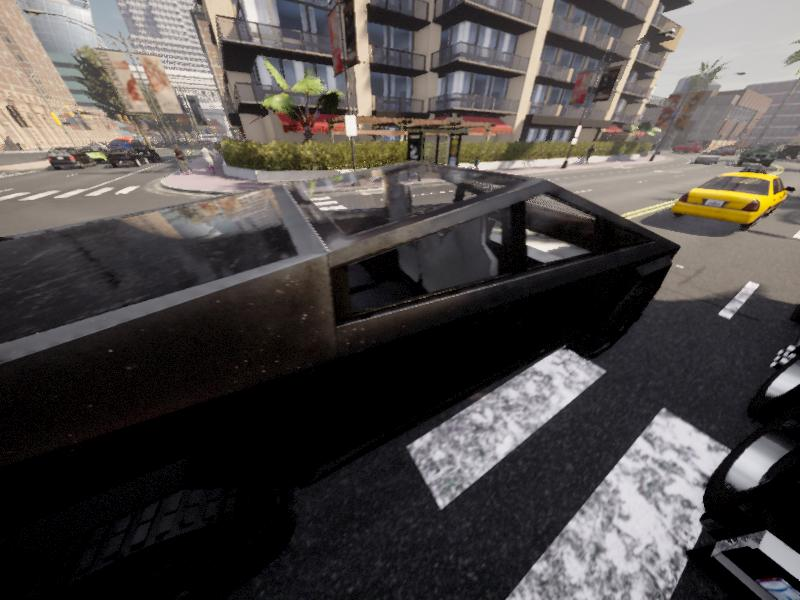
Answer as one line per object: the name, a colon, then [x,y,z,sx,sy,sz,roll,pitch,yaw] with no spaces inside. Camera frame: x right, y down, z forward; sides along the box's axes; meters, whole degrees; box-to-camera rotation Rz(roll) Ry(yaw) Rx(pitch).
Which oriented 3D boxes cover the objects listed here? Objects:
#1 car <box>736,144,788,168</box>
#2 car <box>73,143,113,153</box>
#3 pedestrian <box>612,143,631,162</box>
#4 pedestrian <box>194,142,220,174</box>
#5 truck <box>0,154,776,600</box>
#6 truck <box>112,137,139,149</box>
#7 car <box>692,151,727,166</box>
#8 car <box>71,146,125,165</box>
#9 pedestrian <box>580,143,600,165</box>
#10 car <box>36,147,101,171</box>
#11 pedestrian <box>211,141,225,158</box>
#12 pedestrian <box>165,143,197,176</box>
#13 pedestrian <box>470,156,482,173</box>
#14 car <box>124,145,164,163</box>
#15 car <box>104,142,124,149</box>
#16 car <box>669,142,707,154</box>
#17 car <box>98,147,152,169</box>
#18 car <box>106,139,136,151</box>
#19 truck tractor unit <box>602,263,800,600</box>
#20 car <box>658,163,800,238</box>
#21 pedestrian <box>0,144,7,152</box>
car: [39.471,-15.866,25.353,5.566,2.045,2.150,-25,42,-32]
car: [-54.819,-27.256,41.376,3.633,1.501,1.845,-19,39,-25]
pedestrian: [26.395,-17.593,27.575,0.751,1.860,0.751,-19,39,-26]
pedestrian: [-13.853,-10.237,16.664,0.751,1.860,0.751,-19,39,-25]
truck: [0.094,-0.133,2.361,6.274,2.098,2.390,-17,38,-23]
truck: [-70.627,-40.616,59.616,2.627,2.467,5.204,-18,39,-25]
car: [37.393,-17.170,27.864,4.718,1.301,1.895,-25,42,-31]
car: [-31.956,-15.480,24.648,2.007,1.525,4.514,-18,39,-25]
pedestrian: [19.916,-15.307,24.236,0.751,1.860,0.751,-17,38,-23]
car: [-28.814,-12.437,20.277,1.789,1.549,3.705,-18,39,-25]
pedestrian: [-23.033,-19.094,29.315,0.751,1.860,0.751,-19,39,-25]
pedestrian: [-14.615,-9.427,15.494,0.751,1.860,0.751,-13,37,-19]
pedestrian: [5.900,-10.525,17.911,0.500,1.100,0.500,-16,38,-22]
car: [-29.268,-16.848,26.565,1.851,1.617,3.988,-18,39,-25]
car: [-74.650,-40.395,60.287,1.895,1.301,4.718,-18,39,-25]
car: [65.538,-34.731,52.689,2.150,2.045,5.566,6,35,8]
car: [-26.044,-13.656,22.104,1.837,1.490,4.892,-18,39,-25]
car: [-58.481,-32.541,48.494,2.150,2.045,5.566,-18,39,-25]
truck tractor unit: [5.112,-0.299,0.789,6.516,4.208,3.053,-18,39,-24]
car: [11.645,-3.653,7.972,5.366,1.575,1.801,-18,39,-24]
pedestrian: [-68.108,-25.865,39.330,0.500,1.100,0.500,-19,39,-25]
